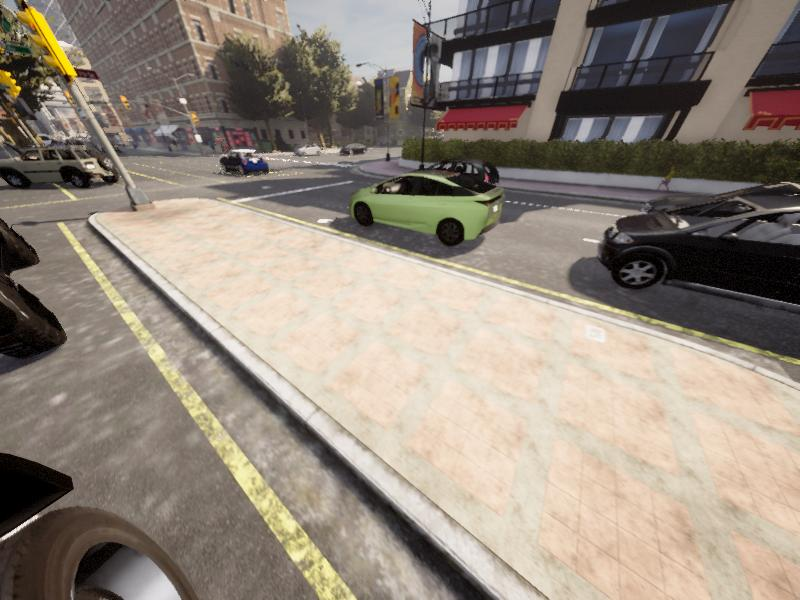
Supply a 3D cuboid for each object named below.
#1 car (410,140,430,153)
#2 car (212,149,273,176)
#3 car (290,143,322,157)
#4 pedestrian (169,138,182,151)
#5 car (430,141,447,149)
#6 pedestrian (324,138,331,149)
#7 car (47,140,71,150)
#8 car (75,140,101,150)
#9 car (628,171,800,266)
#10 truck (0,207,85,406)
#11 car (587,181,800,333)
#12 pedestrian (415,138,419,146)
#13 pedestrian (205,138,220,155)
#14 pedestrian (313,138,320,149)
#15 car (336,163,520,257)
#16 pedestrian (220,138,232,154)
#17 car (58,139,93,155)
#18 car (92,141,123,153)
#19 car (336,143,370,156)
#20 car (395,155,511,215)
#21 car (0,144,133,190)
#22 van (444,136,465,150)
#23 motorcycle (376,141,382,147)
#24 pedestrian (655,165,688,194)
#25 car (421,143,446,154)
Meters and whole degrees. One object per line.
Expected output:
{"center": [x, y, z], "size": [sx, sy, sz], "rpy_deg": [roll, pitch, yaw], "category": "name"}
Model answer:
{"center": [3.679, -28.104, 42.184], "size": [1.905, 1.878, 3.866], "rpy_deg": [22, 40, 28], "category": "car"}
{"center": [-11.647, -10.262, 17.117], "size": [3.806, 1.475, 1.970], "rpy_deg": [22, 41, 28], "category": "car"}
{"center": [-13.120, -21.119, 32.470], "size": [1.845, 1.501, 3.633], "rpy_deg": [22, 41, 28], "category": "car"}
{"center": [-39.251, -27.258, 40.408], "size": [0.751, 1.860, 0.751], "rpy_deg": [13, 37, 18], "category": "pedestrian"}
{"center": [9.990, -40.238, 59.836], "size": [2.128, 1.511, 4.902], "rpy_deg": [22, 41, 28], "category": "car"}
{"center": [-15.126, -32.617, 48.180], "size": [0.751, 1.860, 0.751], "rpy_deg": [30, 45, 35], "category": "pedestrian"}
{"center": [-65.234, -29.601, 44.187], "size": [4.193, 1.474, 1.816], "rpy_deg": [22, 41, 28], "category": "car"}
{"center": [-61.716, -30.616, 45.688], "size": [4.902, 1.511, 2.128], "rpy_deg": [22, 41, 28], "category": "car"}
{"center": [8.950, -1.894, 5.367], "size": [4.892, 1.490, 1.837], "rpy_deg": [22, 41, 28], "category": "car"}
{"center": [-6.966, -0.510, 2.804], "size": [6.274, 2.098, 2.390], "rpy_deg": [22, 40, 28], "category": "truck"}
{"center": [5.645, -0.804, 3.740], "size": [3.705, 1.549, 1.789], "rpy_deg": [22, 41, 28], "category": "car"}
{"center": [4.927, -44.779, 65.580], "size": [0.751, 1.860, 0.751], "rpy_deg": [24, 42, 30], "category": "pedestrian"}
{"center": [-25.711, -21.020, 31.648], "size": [0.751, 1.860, 0.751], "rpy_deg": [19, 39, 25], "category": "pedestrian"}
{"center": [-17.924, -33.450, 49.343], "size": [0.751, 1.860, 0.751], "rpy_deg": [23, 41, 29], "category": "pedestrian"}
{"center": [0.584, -2.848, 6.636], "size": [4.514, 1.525, 2.007], "rpy_deg": [22, 41, 28], "category": "car"}
{"center": [-25.603, -22.633, 33.939], "size": [0.751, 1.860, 0.751], "rpy_deg": [-22, 41, -28], "category": "pedestrian"}
{"center": [-48.373, -22.903, 34.460], "size": [4.605, 1.855, 1.932], "rpy_deg": [23, 41, 28], "category": "car"}
{"center": [-47.662, -24.936, 37.646], "size": [4.974, 1.542, 2.038], "rpy_deg": [22, 41, 28], "category": "car"}
{"center": [-6.924, -22.692, 34.787], "size": [2.163, 1.488, 4.792], "rpy_deg": [22, 41, 28], "category": "car"}
{"center": [1.957, -4.786, 9.327], "size": [3.988, 1.617, 1.851], "rpy_deg": [22, 41, 28], "category": "car"}
{"center": [-17.969, -7.054, 12.165], "size": [4.605, 1.855, 1.932], "rpy_deg": [-4, 35, -4], "category": "car"}
{"center": [12.364, -35.566, 52.273], "size": [1.988, 2.561, 5.915], "rpy_deg": [22, 41, 28], "category": "van"}
{"center": [-5.565, -41.489, 61.419], "size": [0.764, 1.277, 2.356], "rpy_deg": [-5, 34, 10], "category": "motorcycle"}
{"center": [12.409, -5.541, 10.603], "size": [0.500, 1.100, 0.500], "rpy_deg": [24, 42, 30], "category": "pedestrian"}
{"center": [5.749, -26.127, 39.721], "size": [2.128, 1.511, 4.902], "rpy_deg": [22, 40, 28], "category": "car"}
